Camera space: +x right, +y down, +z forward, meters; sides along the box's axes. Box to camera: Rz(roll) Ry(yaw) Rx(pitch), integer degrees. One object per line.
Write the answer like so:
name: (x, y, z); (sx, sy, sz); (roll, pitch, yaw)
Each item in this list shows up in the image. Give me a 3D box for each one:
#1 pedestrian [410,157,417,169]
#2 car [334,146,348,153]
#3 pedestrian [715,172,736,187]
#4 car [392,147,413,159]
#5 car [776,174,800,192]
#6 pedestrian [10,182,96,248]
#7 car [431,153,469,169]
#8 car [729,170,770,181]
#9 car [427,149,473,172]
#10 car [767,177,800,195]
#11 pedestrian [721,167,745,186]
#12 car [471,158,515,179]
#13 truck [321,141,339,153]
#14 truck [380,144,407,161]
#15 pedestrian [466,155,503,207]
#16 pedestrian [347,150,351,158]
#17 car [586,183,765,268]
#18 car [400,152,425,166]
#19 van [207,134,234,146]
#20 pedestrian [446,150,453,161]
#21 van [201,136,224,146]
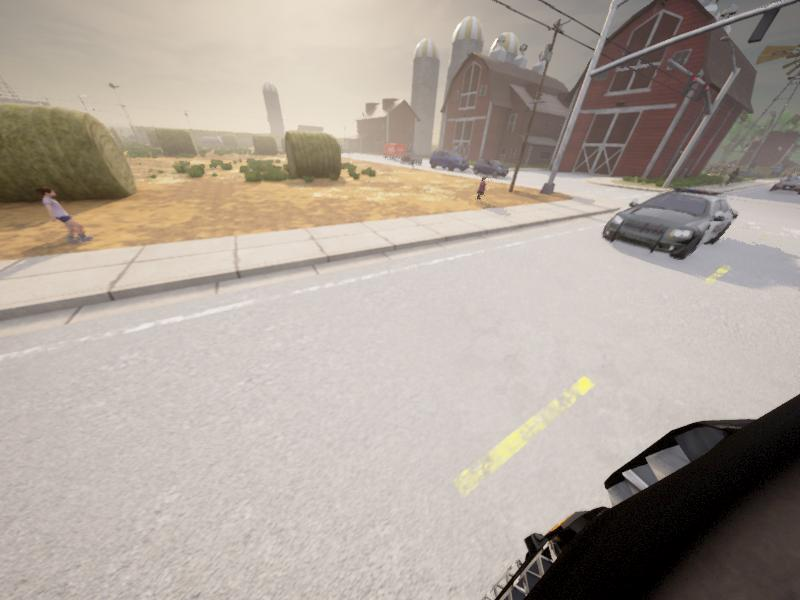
pedestrian: (1.470, -15.350, 25.856); (0.500, 1.100, 0.500); (26, 40, 30)
car: (-16.201, -41.260, 63.302); (2.038, 1.542, 4.974); (-17, 38, -27)
pedestrian: (35.744, -13.229, 25.370); (0.751, 1.300, 0.751); (-16, 38, -27)
car: (0.571, -30.269, 47.574); (3.866, 1.878, 1.905); (10, 40, 13)
car: (48.075, -14.184, 27.844); (5.238, 1.638, 1.930); (-16, 38, -27)
pedestrian: (-6.863, -1.708, 4.639); (0.500, 1.100, 0.500); (29, 41, 33)
car: (6.942, -19.703, 32.715); (2.152, 1.651, 5.027); (-17, 39, -27)
car: (68.581, -24.525, 45.372); (1.994, 1.385, 4.181); (-18, 39, -28)
car: (5.936, -17.155, 28.409); (2.150, 2.045, 5.566); (-17, 38, -27)
car: (41.753, -12.233, 24.628); (4.181, 1.385, 1.994); (-16, 38, -27)
pedestrian: (37.557, -13.921, 26.056); (0.751, 1.860, 0.751); (-21, 40, -31)
car: (9.481, -13.618, 23.833); (1.845, 1.501, 3.633); (-17, 39, -27)
truck: (-18.254, -39.884, 60.258); (2.627, 2.467, 5.204); (-17, 38, -27)
truck: (-1.268, -27.743, 43.266); (2.627, 2.467, 5.204); (-18, 39, -26)
pedestrian: (3.516, -4.999, 9.766); (0.751, 1.860, 0.751); (-7, 35, -14)
pedestrian: (-8.471, -24.292, 38.501); (0.500, 1.100, 0.500); (-9, 35, -18)
car: (8.460, -2.541, 7.116); (4.974, 1.542, 2.038); (-16, 38, -26)
car: (1.739, -20.845, 34.064); (1.789, 1.549, 3.705); (-17, 39, -27)
van: (-53.417, -47.589, 68.897); (5.915, 2.561, 1.988); (-16, 38, -27)
pedestrian: (10.078, -29.193, 46.748); (0.751, 1.860, 0.751); (-18, 39, -28)
van: (-53.266, -45.151, 65.732); (4.480, 2.038, 2.069); (-16, 38, -27)
